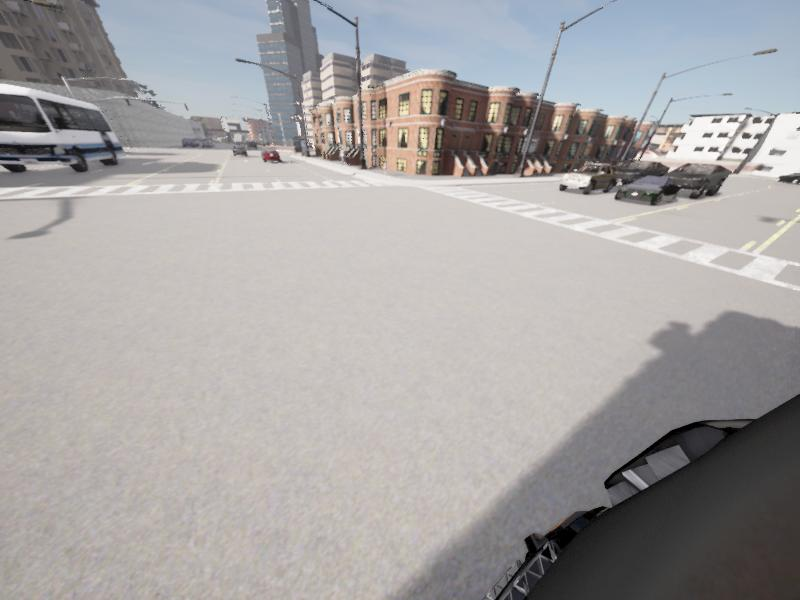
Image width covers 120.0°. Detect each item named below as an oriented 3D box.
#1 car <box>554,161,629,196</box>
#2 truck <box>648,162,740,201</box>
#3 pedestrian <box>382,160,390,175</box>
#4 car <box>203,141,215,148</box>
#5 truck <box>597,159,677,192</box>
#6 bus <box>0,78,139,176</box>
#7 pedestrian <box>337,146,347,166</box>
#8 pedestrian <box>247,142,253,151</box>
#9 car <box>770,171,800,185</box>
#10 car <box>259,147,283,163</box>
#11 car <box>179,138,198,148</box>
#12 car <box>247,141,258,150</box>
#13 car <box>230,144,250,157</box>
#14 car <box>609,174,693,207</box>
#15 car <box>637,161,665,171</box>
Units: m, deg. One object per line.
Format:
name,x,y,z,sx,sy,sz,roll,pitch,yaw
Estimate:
car,13.555,-8.679,16.393,4.605,1.855,1.932,-16,38,-26
truck,21.799,-8.896,17.123,6.274,2.098,2.390,-16,38,-26
pedestrian,-1.197,-11.108,19.380,0.500,1.100,0.500,-24,42,-35
car,-52.626,-42.885,63.642,1.882,1.535,5.008,-16,38,-26
truck,20.200,-10.669,19.689,6.274,2.098,2.390,-16,38,-26
bus,-23.400,-11.554,15.899,3.944,4.253,10.273,-16,38,-26
pedestrian,-6.584,-16.433,26.356,0.751,1.860,0.751,-14,37,-24
pedestrian,-35.805,-36.729,55.215,0.751,1.860,0.751,-20,40,-31
car,57.611,-17.607,33.421,1.882,1.535,5.008,16,36,20
car,-16.787,-18.896,30.004,2.163,1.488,4.792,-14,37,-24
car,-52.242,-38.878,57.152,2.150,2.045,5.566,-16,38,-26
car,-43.170,-45.331,67.575,2.150,2.045,5.566,-16,38,-26
car,-24.982,-23.324,36.080,2.128,1.511,4.902,-16,38,-26
car,15.125,-6.688,13.957,4.181,1.385,1.994,-16,38,-26
car,62.242,-33.422,57.386,1.905,1.878,3.866,-12,36,-21
